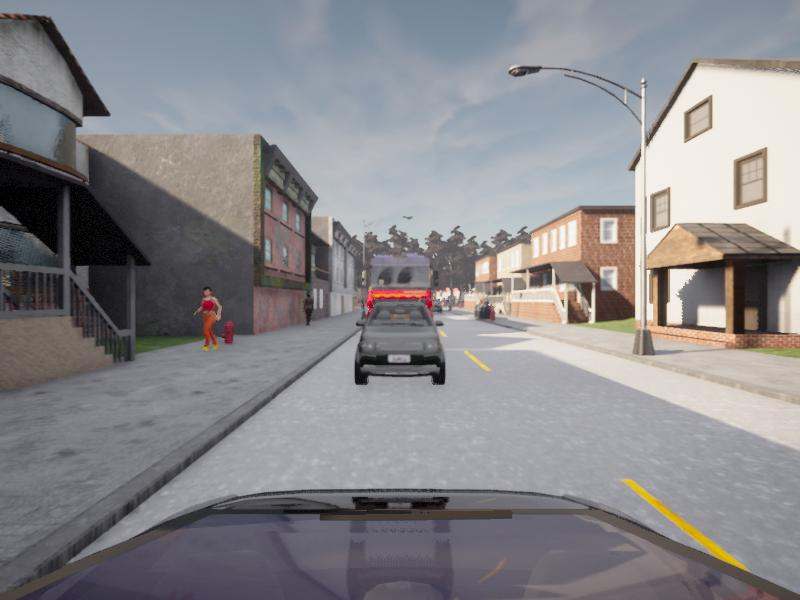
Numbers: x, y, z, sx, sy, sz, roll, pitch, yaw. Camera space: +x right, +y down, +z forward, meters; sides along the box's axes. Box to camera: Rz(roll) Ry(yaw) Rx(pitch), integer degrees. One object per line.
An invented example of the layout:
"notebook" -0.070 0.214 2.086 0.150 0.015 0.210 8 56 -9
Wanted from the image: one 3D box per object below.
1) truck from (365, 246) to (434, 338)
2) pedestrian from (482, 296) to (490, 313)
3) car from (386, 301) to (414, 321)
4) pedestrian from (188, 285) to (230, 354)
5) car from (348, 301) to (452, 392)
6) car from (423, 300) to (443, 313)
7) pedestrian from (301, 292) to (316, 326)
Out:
"truck" -0.006 -0.344 21.008 2.891 3.827 8.468 0 0 0
"pedestrian" 9.317 0.489 43.273 0.751 1.860 0.751 0 0 8
"car" -0.004 0.818 32.496 2.163 1.488 4.792 0 0 0
"pedestrian" -5.374 0.521 11.269 0.751 1.860 0.751 0 0 23
"car" 0.000 0.803 8.714 1.789 1.549 3.705 0 0 0
"car" 3.996 0.777 48.730 2.038 1.542 4.974 0 0 0
"pedestrian" -5.141 0.510 22.393 0.751 1.860 0.751 0 0 -17
